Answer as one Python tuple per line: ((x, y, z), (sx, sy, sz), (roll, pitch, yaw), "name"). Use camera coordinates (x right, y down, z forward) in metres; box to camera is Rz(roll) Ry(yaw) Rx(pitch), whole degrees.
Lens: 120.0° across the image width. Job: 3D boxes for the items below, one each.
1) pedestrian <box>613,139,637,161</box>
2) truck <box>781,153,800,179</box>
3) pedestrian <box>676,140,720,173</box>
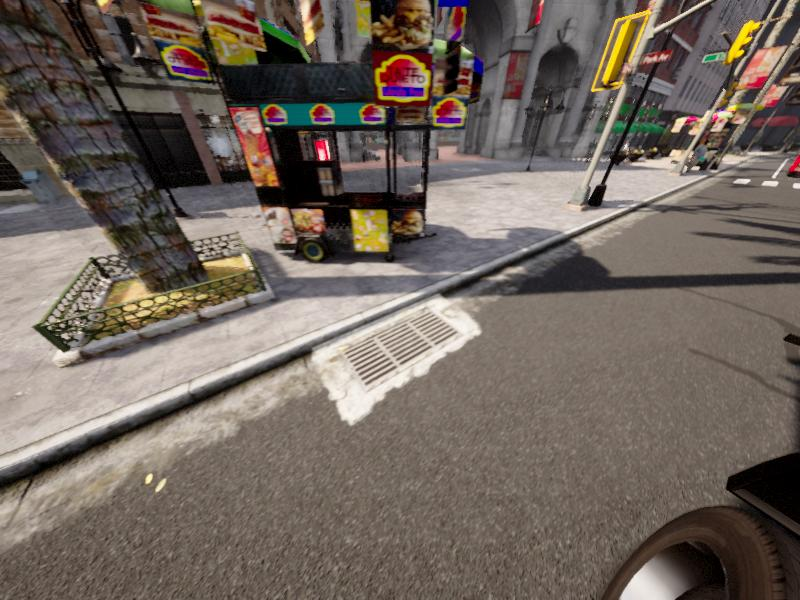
((22.491, -15.026, 23.151), (0.751, 1.860, 0.751), (-5, 35, -7), "pedestrian")
((28.855, -10.156, 14.788), (8.468, 3.827, 2.891), (-22, 41, -28), "truck")
((19.841, -9.581, 15.437), (0.751, 1.860, 0.751), (-2, 35, -2), "pedestrian")
